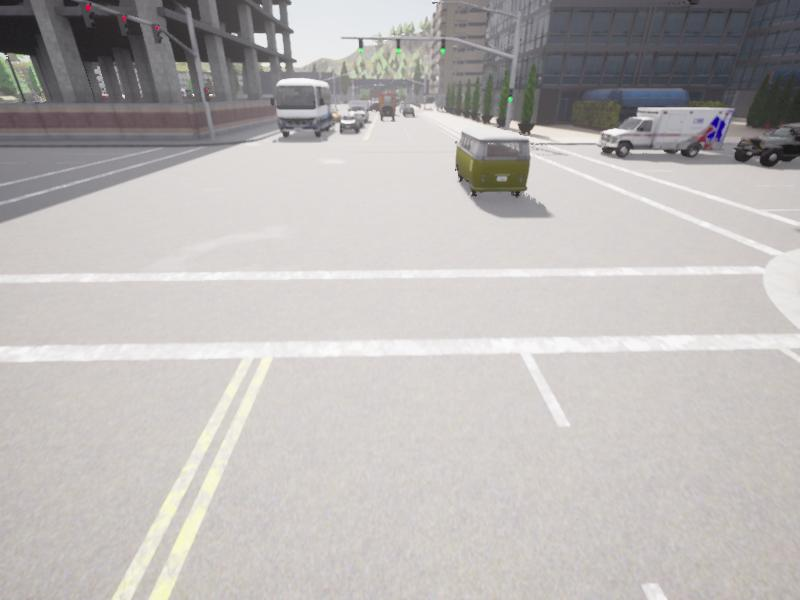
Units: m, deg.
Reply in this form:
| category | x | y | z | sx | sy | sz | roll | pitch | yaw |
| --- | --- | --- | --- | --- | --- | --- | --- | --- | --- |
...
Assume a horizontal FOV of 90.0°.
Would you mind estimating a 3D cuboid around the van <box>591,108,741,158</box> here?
| category | x | y | z | sx | sy | sz | roll | pitch | yaw |
| --- | --- | --- | --- | --- | --- | --- | --- | --- | --- |
| van | 14.620 | -9.388 | 22.395 | 6.366 | 2.431 | 2.351 | -1 | 27 | -2 |

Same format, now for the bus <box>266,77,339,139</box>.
| category | x | y | z | sx | sy | sz | roll | pitch | yaw |
| --- | --- | --- | --- | --- | --- | --- | --- | --- | --- |
| bus | -7.971 | -16.834 | 34.928 | 3.944 | 4.253 | 10.273 | -1 | 27 | -1 |

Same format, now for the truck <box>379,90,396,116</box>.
| category | x | y | z | sx | sy | sz | roll | pitch | yaw |
| --- | --- | --- | --- | --- | --- | --- | --- | --- | --- |
| truck | -2.297 | -35.057 | 71.062 | 2.891 | 3.827 | 8.468 | -1 | 27 | -2 |

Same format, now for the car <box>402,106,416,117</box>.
| category | x | y | z | sx | sy | sz | roll | pitch | yaw |
| --- | --- | --- | --- | --- | --- | --- | --- | --- | --- |
| car | 1.424 | -31.102 | 65.853 | 2.007 | 1.525 | 4.514 | -1 | 27 | -2 |

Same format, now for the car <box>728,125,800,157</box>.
| category | x | y | z | sx | sy | sz | roll | pitch | yaw |
| --- | --- | --- | --- | --- | --- | --- | --- | --- | --- |
| car | 22.172 | -9.111 | 22.840 | 5.008 | 1.535 | 1.882 | -1 | 27 | -2 |

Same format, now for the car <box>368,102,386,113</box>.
| category | x | y | z | sx | sy | sz | roll | pitch | yaw |
| --- | --- | --- | --- | --- | --- | --- | --- | --- | --- |
| car | -4.772 | -39.511 | 81.904 | 1.905 | 1.878 | 3.866 | -19 | 33 | -32 |

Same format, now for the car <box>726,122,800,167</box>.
| category | x | y | z | sx | sy | sz | roll | pitch | yaw |
| --- | --- | --- | --- | --- | --- | --- | --- | --- | --- |
| car | 18.903 | -7.625 | 19.542 | 3.866 | 1.878 | 1.905 | -1 | 27 | -2 |

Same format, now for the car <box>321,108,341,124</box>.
| category | x | y | z | sx | sy | sz | roll | pitch | yaw |
| --- | --- | --- | --- | --- | --- | --- | --- | --- | --- |
| car | -8.570 | -23.129 | 50.181 | 1.801 | 1.575 | 5.366 | -1 | 27 | -1 |

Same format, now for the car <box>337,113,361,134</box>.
| category | x | y | z | sx | sy | sz | roll | pitch | yaw |
| --- | --- | --- | --- | --- | --- | --- | --- | --- | --- |
| car | -4.634 | -16.302 | 36.857 | 1.789 | 1.549 | 3.705 | -1 | 27 | -1 |

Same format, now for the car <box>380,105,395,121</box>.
| category | x | y | z | sx | sy | sz | roll | pitch | yaw |
| --- | --- | --- | --- | --- | --- | --- | --- | --- | --- |
| car | -1.747 | -26.103 | 55.671 | 1.905 | 1.878 | 3.866 | -1 | 27 | -2 |

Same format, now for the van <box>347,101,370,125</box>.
| category | x | y | z | sx | sy | sz | roll | pitch | yaw |
| --- | --- | --- | --- | --- | --- | --- | --- | --- | --- |
| van | -5.052 | -23.216 | 49.425 | 2.351 | 2.431 | 6.366 | -1 | 27 | -1 |

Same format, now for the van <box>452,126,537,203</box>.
| category | x | y | z | sx | sy | sz | roll | pitch | yaw |
| --- | --- | --- | --- | --- | --- | --- | --- | --- | --- |
| van | 3.104 | -4.973 | 14.221 | 1.775 | 1.987 | 4.442 | -1 | 27 | -1 |

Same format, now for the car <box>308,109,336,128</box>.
| category | x | y | z | sx | sy | sz | roll | pitch | yaw |
| --- | --- | --- | --- | --- | --- | --- | --- | --- | --- |
| car | -8.350 | -19.716 | 43.403 | 2.242 | 1.667 | 4.611 | -1 | 27 | -2 |

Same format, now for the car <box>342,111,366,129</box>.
| category | x | y | z | sx | sy | sz | roll | pitch | yaw |
| --- | --- | --- | --- | --- | --- | --- | --- | --- | --- |
| car | -4.819 | -19.207 | 42.588 | 2.128 | 1.511 | 4.902 | -1 | 27 | -1 |

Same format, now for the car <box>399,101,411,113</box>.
| category | x | y | z | sx | sy | sz | roll | pitch | yaw |
| --- | --- | --- | --- | --- | --- | --- | --- | --- | --- |
| car | 0.953 | -38.724 | 80.201 | 2.150 | 2.045 | 5.566 | -1 | 27 | -1 |

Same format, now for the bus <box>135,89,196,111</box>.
| category | x | y | z | sx | sy | sz | roll | pitch | yaw |
| --- | --- | --- | --- | --- | --- | --- | --- | --- | --- |
| bus | -51.709 | -44.408 | 88.692 | 10.273 | 4.253 | 3.944 | -1 | 27 | -2 |
